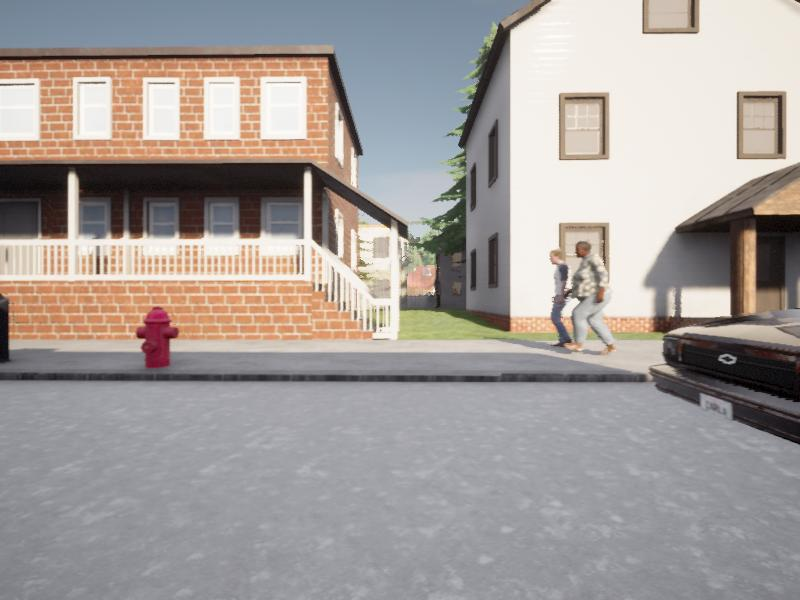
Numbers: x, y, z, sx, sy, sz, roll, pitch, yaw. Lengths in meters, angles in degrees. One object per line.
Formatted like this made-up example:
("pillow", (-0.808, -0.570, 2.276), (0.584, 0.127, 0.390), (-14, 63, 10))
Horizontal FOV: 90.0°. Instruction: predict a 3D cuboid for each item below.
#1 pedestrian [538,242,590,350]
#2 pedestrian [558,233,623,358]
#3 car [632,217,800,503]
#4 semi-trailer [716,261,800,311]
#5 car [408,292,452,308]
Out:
("pedestrian", (2.979, -0.067, 7.318), (0.751, 1.860, 0.751), (0, 0, 11))
("pedestrian", (2.985, -0.067, 6.348), (0.751, 1.860, 0.751), (0, 0, 9))
("car", (4.688, 0.295, 2.403), (5.357, 1.411, 2.033), (0, 0, 4))
("semi-trailer", (36.435, -1.215, 37.426), (2.717, 4.402, 14.254), (0, 0, 1))
("car", (3.872, -0.034, 51.919), (5.566, 2.045, 2.150), (0, 0, 2))
